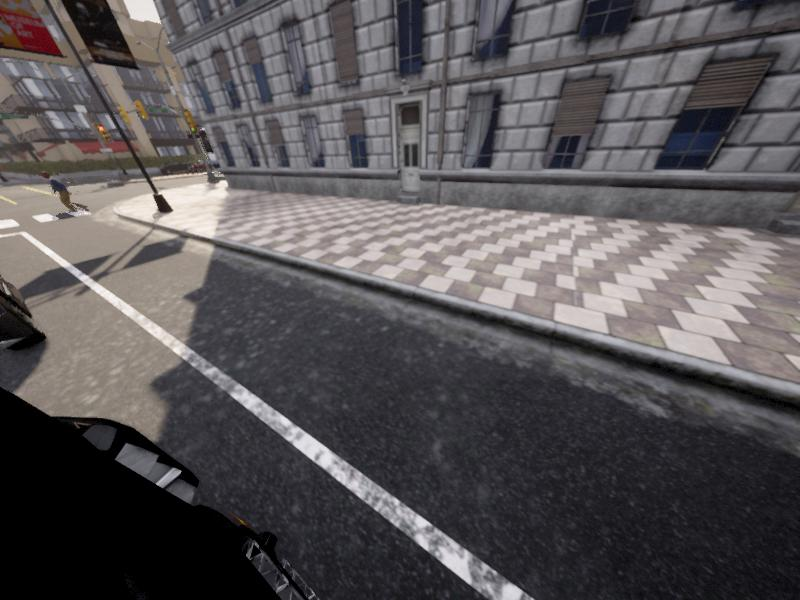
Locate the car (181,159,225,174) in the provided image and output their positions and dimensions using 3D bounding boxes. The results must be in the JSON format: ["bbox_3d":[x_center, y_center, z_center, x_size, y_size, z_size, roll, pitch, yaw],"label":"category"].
[{"bbox_3d":[-26.496,-18.096,31.267,1.970,1.475,3.806,16,38,26],"label":"car"}]

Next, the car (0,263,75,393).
[{"bbox_3d":[-6.867,-0.019,2.871,4.856,1.649,2.033,16,38,25],"label":"car"}]

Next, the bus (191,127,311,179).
[{"bbox_3d":[-16.195,-17.109,26.641,3.944,4.253,10.273,17,39,27],"label":"bus"}]

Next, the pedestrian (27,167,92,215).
[{"bbox_3d":[-15.557,-4.997,10.614,0.751,1.860,0.751,15,37,24],"label":"pedestrian"}]

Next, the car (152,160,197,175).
[{"bbox_3d":[-30.493,-18.050,31.389,1.789,1.549,3.705,16,38,26],"label":"car"}]
